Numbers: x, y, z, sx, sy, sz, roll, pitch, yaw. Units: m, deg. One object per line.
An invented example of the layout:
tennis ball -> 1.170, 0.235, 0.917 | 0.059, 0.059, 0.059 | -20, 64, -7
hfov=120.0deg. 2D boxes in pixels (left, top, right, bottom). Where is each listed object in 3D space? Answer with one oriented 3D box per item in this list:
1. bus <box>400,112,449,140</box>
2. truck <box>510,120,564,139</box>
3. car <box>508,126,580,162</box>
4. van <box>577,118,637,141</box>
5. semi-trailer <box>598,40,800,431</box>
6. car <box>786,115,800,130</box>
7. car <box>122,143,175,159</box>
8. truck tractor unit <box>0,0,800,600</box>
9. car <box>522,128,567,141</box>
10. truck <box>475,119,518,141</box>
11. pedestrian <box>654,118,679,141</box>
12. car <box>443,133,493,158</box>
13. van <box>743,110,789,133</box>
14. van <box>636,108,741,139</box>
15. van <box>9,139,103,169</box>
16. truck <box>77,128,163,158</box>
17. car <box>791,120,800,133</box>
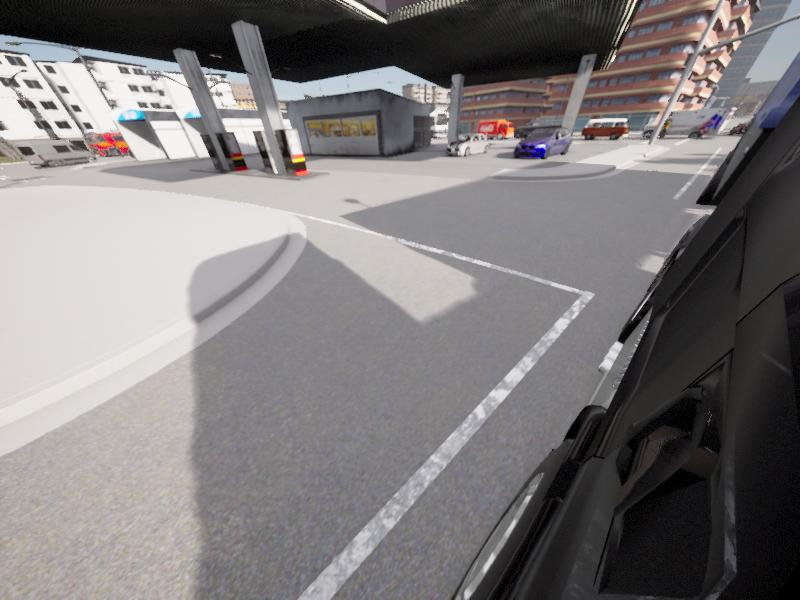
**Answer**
bus -> 4.830, -36.649, 48.838 | 3.944, 4.253, 10.273 | -29, 44, -30
truck -> 20.424, -25.598, 34.828 | 2.390, 2.098, 6.274 | -28, 44, -30
car -> 9.894, -10.813, 15.891 | 4.611, 1.667, 2.242 | -28, 43, -30
van -> 24.120, -19.962, 27.095 | 2.069, 2.038, 4.480 | -29, 44, -31
semi-trailer -> 8.691, -3.611, 4.233 | 14.254, 4.402, 2.717 | -28, 44, -30
car -> 51.044, -22.307, 28.945 | 4.792, 1.488, 2.163 | -28, 44, -30
car -> -39.251, -23.504, 36.296 | 1.930, 1.638, 5.238 | 9, 38, 16
truck tractor unit -> 2.645, -0.295, 0.352 | 6.516, 4.208, 3.053 | -28, 44, -30
car -> 19.632, -22.671, 31.634 | 1.895, 1.301, 4.718 | -29, 44, -31
truck -> 14.824, -26.294, 35.813 | 2.627, 2.467, 5.204 | -29, 44, -30
pedestrian -> 27.245, -17.460, 23.654 | 0.751, 1.860, 0.751 | -16, 39, -17
car -> 5.624, -12.890, 19.218 | 3.806, 1.475, 1.970 | -28, 43, -30
van -> 43.546, -21.264, 27.571 | 4.480, 2.038, 2.069 | -28, 44, -30
van -> 30.616, -18.877, 24.896 | 2.351, 2.431, 6.366 | -25, 42, -27
van -> -41.377, -17.899, 28.184 | 1.988, 2.561, 5.915 | -2, 37, 2
truck -> -48.483, -27.596, 40.540 | 2.891, 3.827, 8.468 | 11, 39, 18
car -> 45.653, -19.464, 25.359 | 5.238, 1.638, 1.930 | -29, 44, -30
